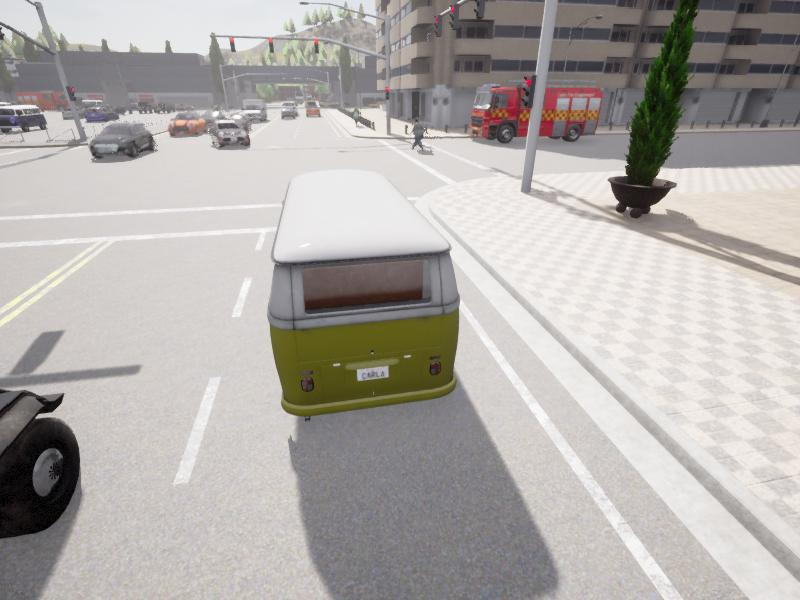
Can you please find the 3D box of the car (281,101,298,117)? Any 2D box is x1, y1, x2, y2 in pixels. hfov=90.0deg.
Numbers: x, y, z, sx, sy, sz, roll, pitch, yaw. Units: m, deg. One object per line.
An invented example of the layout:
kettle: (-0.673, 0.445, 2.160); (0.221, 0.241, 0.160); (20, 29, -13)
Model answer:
car: (-17.258, -30.012, 62.776); (2.150, 2.045, 5.566); (-5, 28, -10)

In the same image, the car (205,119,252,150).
car: (-11.134, -10.772, 25.900); (1.970, 1.475, 3.806); (-15, 31, -27)

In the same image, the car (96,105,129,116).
car: (-44.209, -29.226, 61.638); (2.033, 1.415, 5.357); (-5, 28, -10)

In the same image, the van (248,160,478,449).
van: (-0.682, -0.530, 5.468); (1.775, 1.987, 4.442); (-5, 28, -10)

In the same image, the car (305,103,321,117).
car: (-13.295, -28.996, 61.068); (2.097, 1.767, 4.553); (-5, 28, -10)

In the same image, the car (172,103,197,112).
car: (-43.405, -38.806, 80.627); (3.806, 1.475, 1.970); (-5, 28, -10)

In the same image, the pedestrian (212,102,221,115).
pedestrian: (-28.141, -29.397, 61.407); (0.751, 1.860, 0.751); (-6, 28, -11)

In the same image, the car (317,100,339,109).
car: (-17.195, -46.550, 95.117); (4.605, 1.855, 1.932); (4, 27, 8)

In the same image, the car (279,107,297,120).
car: (-15.733, -26.329, 56.315); (2.033, 1.411, 5.357); (-6, 28, -11)

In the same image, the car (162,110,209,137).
car: (-17.698, -14.712, 33.287); (2.097, 1.767, 4.553); (-5, 28, -10)

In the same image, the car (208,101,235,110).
car: (-39.063, -42.550, 87.623); (4.856, 1.649, 2.033); (-5, 28, -10)

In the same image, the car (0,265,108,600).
car: (-3.361, 1.528, 1.573); (1.905, 1.878, 3.866); (-5, 28, -10)

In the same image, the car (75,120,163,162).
car: (-15.112, -8.816, 21.929); (2.033, 1.649, 4.856); (-5, 28, -10)

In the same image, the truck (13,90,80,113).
truck: (-67.360, -37.980, 76.387); (8.468, 3.827, 2.891); (-5, 28, -9)

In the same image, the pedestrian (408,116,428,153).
pedestrian: (1.013, -9.452, 22.803); (0.751, 1.860, 0.751); (23, 35, 37)

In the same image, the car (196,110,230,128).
car: (-19.764, -19.249, 42.456); (2.163, 1.488, 4.792); (-5, 28, -10)

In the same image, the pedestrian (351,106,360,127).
pedestrian: (-4.393, -18.233, 39.655); (0.751, 1.860, 0.751); (-5, 28, -10)

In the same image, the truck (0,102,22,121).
truck: (-50.563, -23.784, 50.342); (2.069, 2.038, 4.478); (-5, 28, -10)

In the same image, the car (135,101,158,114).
car: (-42.798, -32.564, 67.619); (1.905, 1.878, 3.866); (-5, 28, -10)

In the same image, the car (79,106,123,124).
car: (-35.284, -21.958, 47.346); (2.242, 1.667, 4.611); (-5, 28, -10)

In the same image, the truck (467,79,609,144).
truck: (9.340, -13.072, 27.714); (8.468, 3.827, 2.891); (-5, 28, -10)

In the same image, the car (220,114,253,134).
car: (-14.821, -16.096, 36.439); (1.994, 1.385, 4.181); (-5, 28, -10)

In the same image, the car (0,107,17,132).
car: (-35.168, -15.074, 33.585); (1.932, 1.855, 4.605); (-5, 28, -10)

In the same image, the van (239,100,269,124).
van: (-17.670, -23.008, 48.730); (2.351, 2.431, 6.366); (-5, 28, -10)

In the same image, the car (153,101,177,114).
car: (-39.948, -32.801, 68.070); (1.932, 1.855, 4.605); (-5, 28, -10)

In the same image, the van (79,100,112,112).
van: (-61.563, -39.266, 80.845); (4.480, 2.038, 2.069); (-5, 28, -9)

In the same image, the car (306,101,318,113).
car: (-16.085, -35.350, 73.340); (1.905, 1.878, 3.866); (-5, 28, -10)

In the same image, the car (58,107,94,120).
car: (-42.055, -24.277, 52.023); (1.970, 1.475, 3.806); (-5, 28, -10)

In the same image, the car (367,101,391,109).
car: (-5.112, -47.345, 97.010); (5.366, 1.575, 1.801); (-5, 28, -10)

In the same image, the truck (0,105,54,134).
truck: (-32.342, -15.449, 34.103); (2.069, 2.038, 4.478); (-5, 28, -10)
